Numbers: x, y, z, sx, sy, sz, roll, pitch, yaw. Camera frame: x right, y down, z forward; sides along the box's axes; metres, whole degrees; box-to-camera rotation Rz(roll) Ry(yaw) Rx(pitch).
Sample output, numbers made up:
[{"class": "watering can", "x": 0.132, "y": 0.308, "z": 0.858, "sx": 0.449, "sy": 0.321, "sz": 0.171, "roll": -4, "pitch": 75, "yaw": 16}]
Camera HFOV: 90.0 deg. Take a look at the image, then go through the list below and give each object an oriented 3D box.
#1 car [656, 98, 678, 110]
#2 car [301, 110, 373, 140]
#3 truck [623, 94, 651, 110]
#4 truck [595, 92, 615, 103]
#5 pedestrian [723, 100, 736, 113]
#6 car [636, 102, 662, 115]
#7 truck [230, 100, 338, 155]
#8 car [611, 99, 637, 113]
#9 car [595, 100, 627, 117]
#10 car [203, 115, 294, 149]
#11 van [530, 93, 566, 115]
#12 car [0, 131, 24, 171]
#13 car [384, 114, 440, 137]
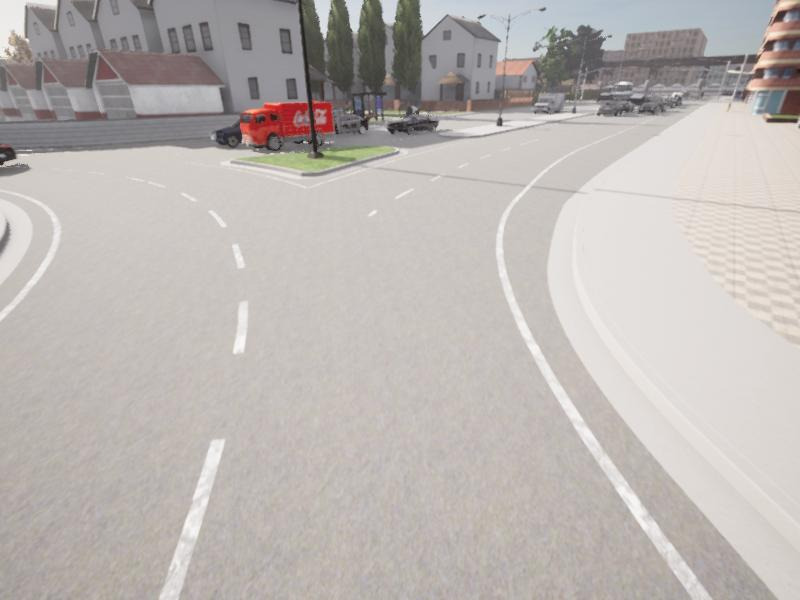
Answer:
[{"class": "car", "x": 42.725, "y": -31.429, "z": 64.015, "sx": 2.152, "sy": 1.651, "sz": 5.027, "roll": 18, "pitch": 33, "yaw": 32}, {"class": "car", "x": -4.601, "y": -13.201, "z": 30.024, "sx": 1.930, "sy": 1.638, "sz": 5.238, "roll": 22, "pitch": 35, "yaw": 36}, {"class": "truck", "x": 36.674, "y": -30.623, "z": 61.799, "sx": 2.390, "sy": 2.098, "sz": 6.274, "roll": 18, "pitch": 33, "yaw": 32}, {"class": "truck", "x": 46.726, "y": -46.126, "z": 91.157, "sx": 2.390, "sy": 2.098, "sz": 6.274, "roll": 18, "pitch": 33, "yaw": 32}, {"class": "pedestrian", "x": 39.840, "y": -23.428, "z": 48.435, "sx": 0.751, "sy": 1.300, "sz": 0.751, "roll": 11, "pitch": 30, "yaw": 22}, {"class": "car", "x": 31.442, "y": -24.145, "z": 50.427, "sx": 1.895, "sy": 1.301, "sz": 4.718, "roll": 18, "pitch": 33, "yaw": 32}, {"class": "truck", "x": -6.713, "y": -10.364, "z": 23.749, "sx": 5.204, "sy": 2.467, "sz": 2.627, "roll": -24, "pitch": 36, "yaw": -36}, {"class": "car", "x": 30.617, "y": -26.496, "z": 54.616, "sx": 2.038, "sy": 1.542, "sz": 4.974, "roll": 18, "pitch": 33, "yaw": 32}, {"class": "car", "x": 25.663, "y": -23.343, "z": 48.629, "sx": 2.242, "sy": 1.667, "sz": 4.611, "roll": 18, "pitch": 33, "yaw": 32}, {"class": "car", "x": -9.641, "y": -10.892, "z": 25.752, "sx": 4.856, "sy": 1.649, "sz": 2.033, "roll": -22, "pitch": 34, "yaw": -35}, {"class": "van", "x": 19.866, "y": -26.233, "z": 53.474, "sx": 2.351, "sy": 2.431, "sz": 6.366, "roll": 18, "pitch": 33, "yaw": 32}, {"class": "car", "x": -20.467, "y": -6.511, "z": 17.746, "sx": 4.974, "sy": 1.542, "sz": 2.038, "roll": -6, "pitch": 28, "yaw": -9}, {"class": "car", "x": 1.017, "y": -13.663, "z": 31.144, "sx": 1.895, "sy": 1.301, "sz": 4.718, "roll": 19, "pitch": 33, "yaw": 33}]
